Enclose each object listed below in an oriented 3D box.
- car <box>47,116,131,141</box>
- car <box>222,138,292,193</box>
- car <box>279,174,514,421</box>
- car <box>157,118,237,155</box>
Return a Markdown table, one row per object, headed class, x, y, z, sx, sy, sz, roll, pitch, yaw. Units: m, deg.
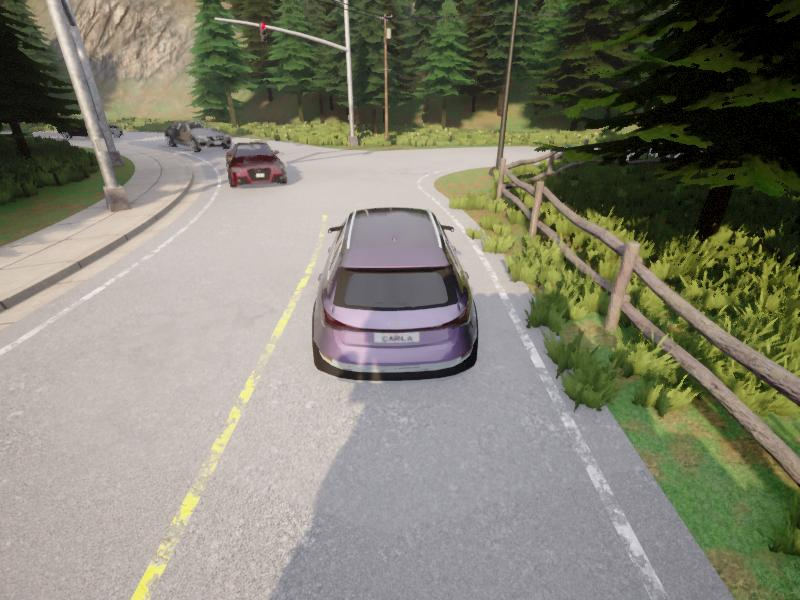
| class | x | y | z | sx | sy | sz | roll | pitch | yaw |
| --- | --- | --- | --- | --- | --- | --- | --- | --- | --- |
| car | -23.467 | -12.999 | 30.298 | 4.902 | 1.511 | 2.128 | 7 | 28 | 13 |
| car | -5.655 | -5.350 | 15.552 | 1.994 | 1.385 | 4.181 | -11 | 29 | -20 |
| car | -0.114 | -0.592 | 5.995 | 2.033 | 1.649 | 4.856 | -1 | 27 | -2 |
| car | -12.550 | -10.163 | 24.651 | 5.027 | 1.651 | 2.152 | 21 | 34 | 35 |
